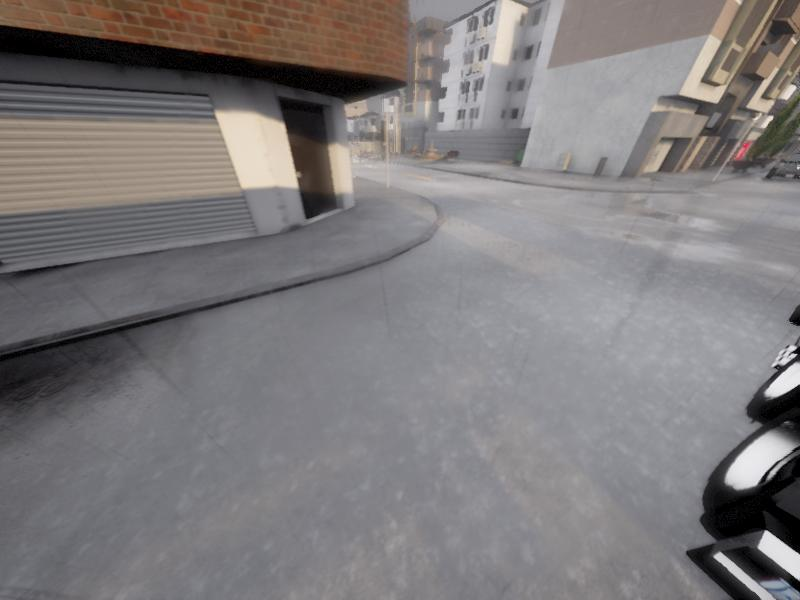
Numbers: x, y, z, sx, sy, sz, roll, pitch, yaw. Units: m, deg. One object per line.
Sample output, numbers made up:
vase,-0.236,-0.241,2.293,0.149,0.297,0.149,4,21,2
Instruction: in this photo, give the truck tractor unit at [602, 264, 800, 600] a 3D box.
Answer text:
truck tractor unit,5.111,-0.300,0.786,6.516,4.208,3.053,-18,39,-24

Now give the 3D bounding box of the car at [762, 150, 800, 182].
car,29.467,-9.863,16.905,4.553,1.767,2.097,-18,39,-24

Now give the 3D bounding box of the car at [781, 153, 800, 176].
car,35.627,-11.781,19.910,5.366,1.575,1.801,-18,39,-24
